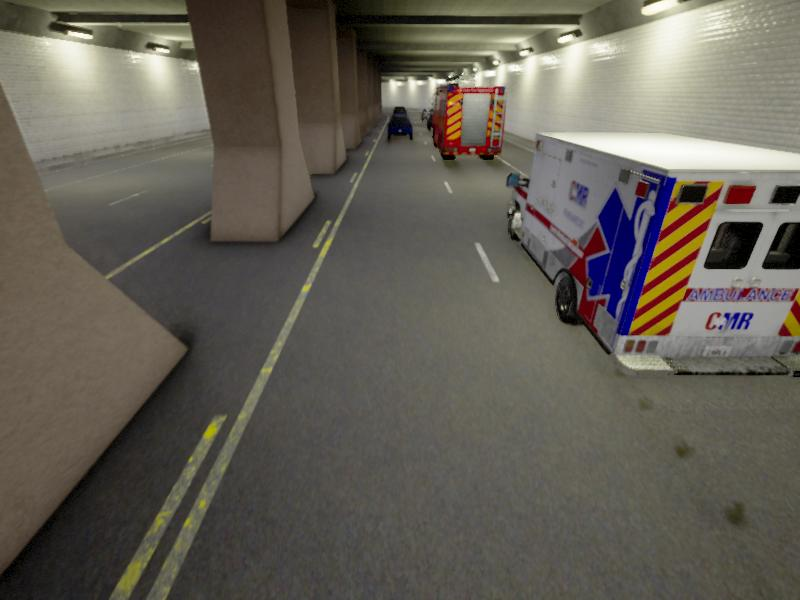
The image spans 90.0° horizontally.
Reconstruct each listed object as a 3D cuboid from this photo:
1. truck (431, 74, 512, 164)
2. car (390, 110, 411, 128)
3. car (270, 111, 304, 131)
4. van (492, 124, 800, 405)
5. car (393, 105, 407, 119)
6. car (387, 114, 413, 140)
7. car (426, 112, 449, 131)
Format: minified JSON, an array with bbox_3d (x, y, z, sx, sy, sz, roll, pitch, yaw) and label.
[{"bbox_3d":[3.521,-10.271,22.385,2.891,3.827,8.468,0,27,0],"label":"truck"},{"bbox_3d":[0.022,-18.853,41.657,2.033,1.411,5.357,0,27,0],"label":"car"},{"bbox_3d":[-10.483,-16.821,37.510,1.837,1.490,4.892,0,27,0],"label":"car"},{"bbox_3d":[3.503,-1.385,6.668,2.351,2.431,6.366,0,27,0],"label":"van"},{"bbox_3d":[-0.035,-26.466,56.270,1.882,1.535,5.008,0,28,-1],"label":"car"},{"bbox_3d":[0.014,-13.620,31.347,1.882,1.535,5.008,0,27,0],"label":"car"},{"bbox_3d":[3.519,-17.122,38.277,1.812,1.442,4.674,0,27,0],"label":"car"}]
